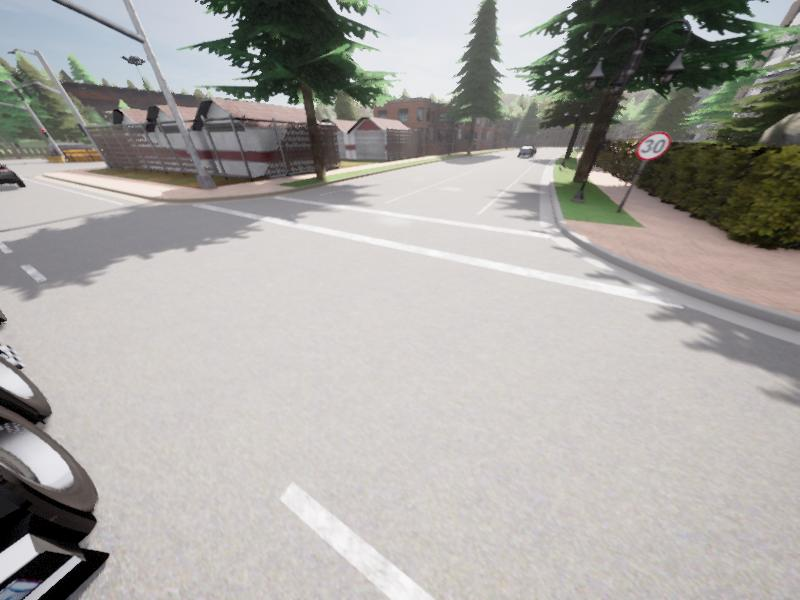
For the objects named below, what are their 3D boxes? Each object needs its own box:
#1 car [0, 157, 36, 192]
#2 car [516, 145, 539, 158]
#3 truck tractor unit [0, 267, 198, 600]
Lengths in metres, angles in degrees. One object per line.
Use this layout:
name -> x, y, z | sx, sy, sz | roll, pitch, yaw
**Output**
car -> -24.221, -7.348, 13.427 | 4.902, 1.511, 2.128 | 17, 38, 23
car -> 19.062, -22.199, 34.425 | 2.033, 1.411, 5.357 | 20, 40, 27
truck tractor unit -> -5.118, -0.295, 0.767 | 6.516, 4.208, 3.053 | 18, 39, 24
